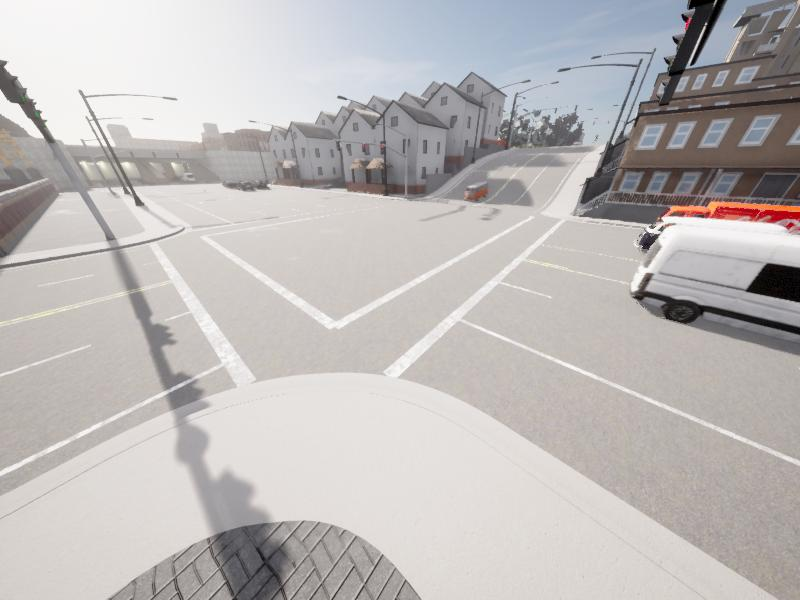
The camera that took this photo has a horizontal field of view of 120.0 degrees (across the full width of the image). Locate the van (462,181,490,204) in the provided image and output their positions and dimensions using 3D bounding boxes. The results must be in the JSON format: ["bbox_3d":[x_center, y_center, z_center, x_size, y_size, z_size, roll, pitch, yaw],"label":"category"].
[{"bbox_3d":[10.565,-14.981,32.054,1.775,1.987,4.442,23,44,34],"label":"van"}]

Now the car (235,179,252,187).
[{"bbox_3d":[-37.229,-27.779,54.976,4.674,1.442,1.812,24,38,35],"label":"car"}]

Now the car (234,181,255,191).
[{"bbox_3d":[-31.134,-22.768,46.226,4.514,1.525,2.007,24,38,35],"label":"car"}]

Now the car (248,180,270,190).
[{"bbox_3d":[-30.440,-24.816,49.726,4.611,1.667,2.242,24,38,35],"label":"car"}]

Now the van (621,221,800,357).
[{"bbox_3d":[10.380,-0.214,6.139,5.915,2.561,1.988,24,38,35],"label":"van"}]

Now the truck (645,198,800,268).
[{"bbox_3d":[17.589,-3.927,12.639,5.204,2.467,2.627,25,38,36],"label":"truck"}]

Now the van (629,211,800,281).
[{"bbox_3d":[14.563,-2.824,11.159,4.480,2.038,2.069,24,38,35],"label":"van"}]

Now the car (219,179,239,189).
[{"bbox_3d":[-38.170,-25.928,51.575,5.238,1.638,1.930,24,38,35],"label":"car"}]

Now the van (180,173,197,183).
[{"bbox_3d":[-62.768,-36.291,68.583,5.915,2.561,1.988,23,37,34],"label":"van"}]
